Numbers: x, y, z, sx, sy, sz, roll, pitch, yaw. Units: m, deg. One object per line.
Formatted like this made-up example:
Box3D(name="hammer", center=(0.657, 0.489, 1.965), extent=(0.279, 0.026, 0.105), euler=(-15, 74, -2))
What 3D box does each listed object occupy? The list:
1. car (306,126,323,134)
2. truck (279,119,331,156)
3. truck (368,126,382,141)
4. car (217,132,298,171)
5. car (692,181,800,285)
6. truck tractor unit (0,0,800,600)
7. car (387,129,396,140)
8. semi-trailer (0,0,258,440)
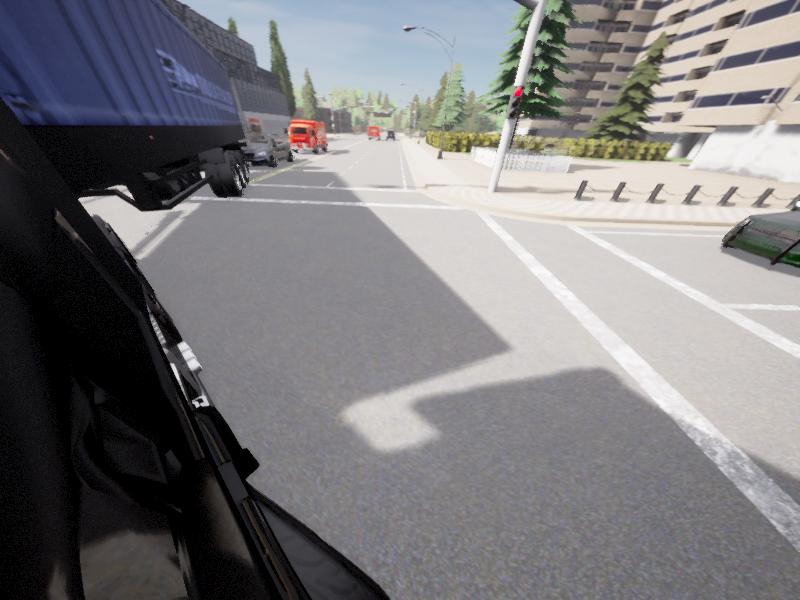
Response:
Box3D(name="car", center=(-27.861, -55.696, 75.648), extent=(4.553, 1.767, 2.097), euler=(1, 36, -2))
Box3D(name="truck", center=(-8.590, -15.237, 21.646), extent=(2.627, 2.467, 5.204), euler=(1, 36, -2))
Box3D(name="truck", center=(-5.487, -36.553, 50.668), extent=(2.627, 2.467, 5.204), euler=(1, 36, -2))
Box3D(name="car", center=(-8.501, -9.407, 14.440), extent=(2.242, 1.667, 4.611), euler=(1, 36, -2))
Box3D(name="car", center=(10.422, -1.445, 5.040), extent=(4.974, 1.542, 2.038), euler=(2, 36, -1))
Box3D(name="truck tractor unit", center=(-2.645, -0.295, 0.351), extent=(6.516, 4.208, 3.053), euler=(28, 44, 30))
Box3D(name="car", center=(-2.092, -41.058, 57.339), extent=(2.150, 2.045, 5.566), euler=(1, 37, -2))
Box3D(name="semi-trailer", center=(-6.334, -4.539, 5.675), extent=(2.717, 4.402, 14.254), euler=(-12, 39, -18))
